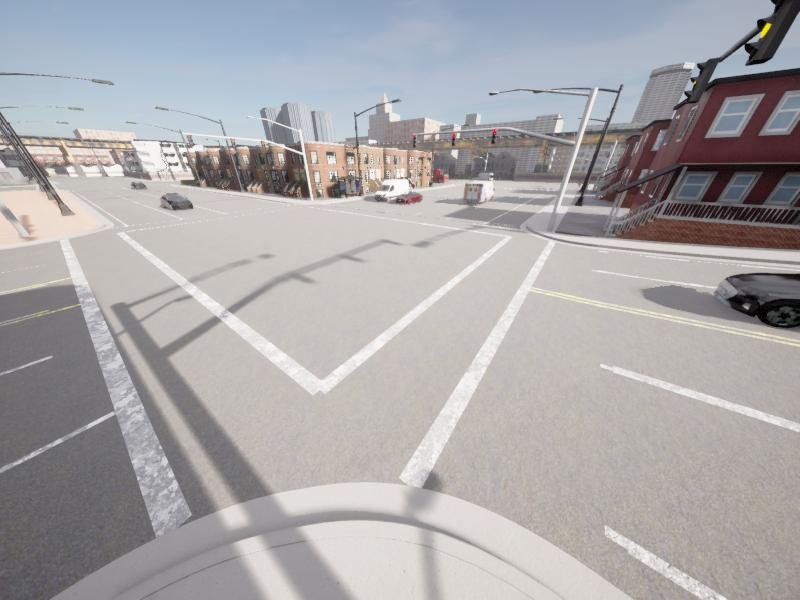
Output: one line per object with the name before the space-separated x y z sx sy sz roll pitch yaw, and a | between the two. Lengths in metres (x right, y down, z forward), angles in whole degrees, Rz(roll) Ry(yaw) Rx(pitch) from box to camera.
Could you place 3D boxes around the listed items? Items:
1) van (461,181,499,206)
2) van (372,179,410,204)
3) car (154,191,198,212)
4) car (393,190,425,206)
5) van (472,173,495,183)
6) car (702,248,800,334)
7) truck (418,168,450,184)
van | 10.624 -14.190 30.449 2.351 2.431 6.366 20 35 31
van | -1.095 -15.179 32.052 1.988 2.561 5.915 20 36 31
car | -25.064 -11.054 25.804 5.238 1.638 1.930 20 36 31
car | 1.212 -13.283 29.938 1.994 1.385 4.181 20 36 31
van | 24.450 -36.057 68.213 1.988 2.561 5.915 -22 36 -34
car | 12.056 0.004 5.797 4.856 1.649 2.033 15 33 33
truck | 9.725 -36.000 66.829 8.468 3.827 2.891 20 36 31
